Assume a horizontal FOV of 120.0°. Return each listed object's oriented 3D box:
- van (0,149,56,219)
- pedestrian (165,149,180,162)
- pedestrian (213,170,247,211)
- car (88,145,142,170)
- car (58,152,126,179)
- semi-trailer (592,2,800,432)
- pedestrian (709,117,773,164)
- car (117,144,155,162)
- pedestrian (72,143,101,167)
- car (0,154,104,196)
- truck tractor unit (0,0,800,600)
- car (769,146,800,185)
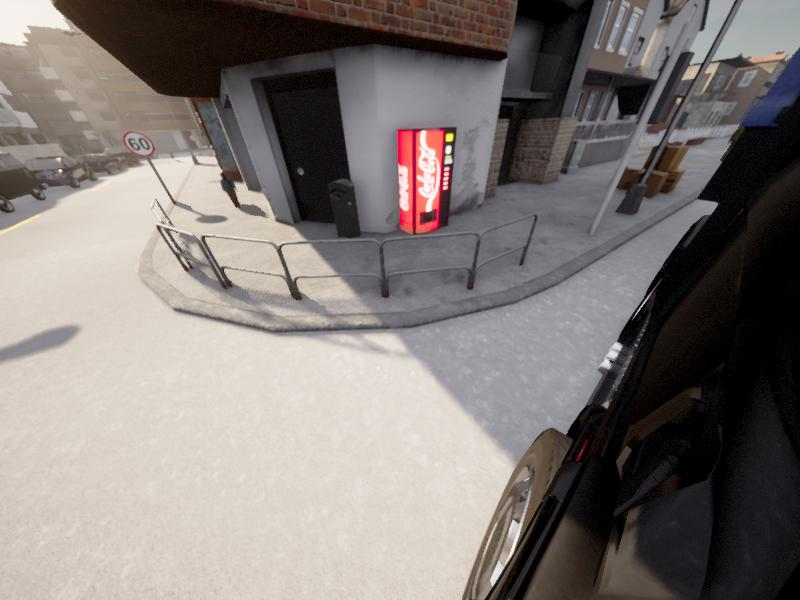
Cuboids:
[{"bbox_3d":[-16.526,-4.525,8.943,1.775,1.987,4.442,-23,41,-26],"label":"van"},{"bbox_3d":[-24.228,-15.362,24.615,0.500,1.100,0.500,8,38,13],"label":"pedestrian"},{"bbox_3d":[-5.587,-3.619,7.631,0.500,1.100,0.500,-20,40,-22],"label":"pedestrian"},{"bbox_3d":[-27.938,-14.229,22.900,2.033,1.649,4.856,-23,41,-25],"label":"car"},{"bbox_3d":[-24.104,-10.783,18.340,1.895,1.301,4.718,-23,41,-25],"label":"car"},{"bbox_3d":[9.048,-3.325,3.873,14.254,4.402,2.717,-24,42,-26],"label":"semi-trailer"},{"bbox_3d":[17.080,-8.020,11.658,0.751,1.860,0.751,3,37,7],"label":"pedestrian"},{"bbox_3d":[-32.845,-18.472,28.943,1.882,1.535,5.008,-23,41,-25],"label":"car"},{"bbox_3d":[-30.441,-14.077,22.425,0.751,1.860,0.751,21,42,28],"label":"pedestrian"},{"bbox_3d":[-20.237,-7.523,13.594,2.163,1.488,4.792,-23,41,-26],"label":"car"},{"bbox_3d":[2.645,-0.295,0.351,6.516,4.208,3.053,-28,44,-30],"label":"truck tractor unit"},{"bbox_3d":[16.534,-5.351,8.762,4.181,1.385,1.994,-23,42,-26],"label":"car"}]
